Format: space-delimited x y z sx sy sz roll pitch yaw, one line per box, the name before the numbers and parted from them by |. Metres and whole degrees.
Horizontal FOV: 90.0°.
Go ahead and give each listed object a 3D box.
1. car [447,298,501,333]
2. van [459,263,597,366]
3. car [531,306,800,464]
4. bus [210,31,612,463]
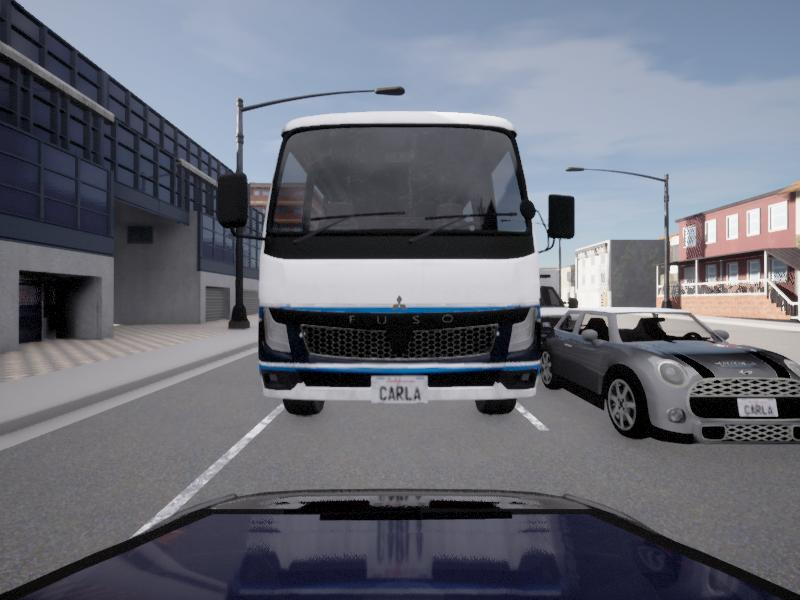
car | 3.500 0.683 19.815 1.812 1.442 4.674 0 1 0
van | 3.500 0.309 12.675 2.351 2.431 6.366 0 1 0
car | 3.502 0.852 5.780 1.970 1.475 3.806 0 0 0
bus | 0.118 -0.566 9.090 3.944 4.253 10.273 0 1 0
